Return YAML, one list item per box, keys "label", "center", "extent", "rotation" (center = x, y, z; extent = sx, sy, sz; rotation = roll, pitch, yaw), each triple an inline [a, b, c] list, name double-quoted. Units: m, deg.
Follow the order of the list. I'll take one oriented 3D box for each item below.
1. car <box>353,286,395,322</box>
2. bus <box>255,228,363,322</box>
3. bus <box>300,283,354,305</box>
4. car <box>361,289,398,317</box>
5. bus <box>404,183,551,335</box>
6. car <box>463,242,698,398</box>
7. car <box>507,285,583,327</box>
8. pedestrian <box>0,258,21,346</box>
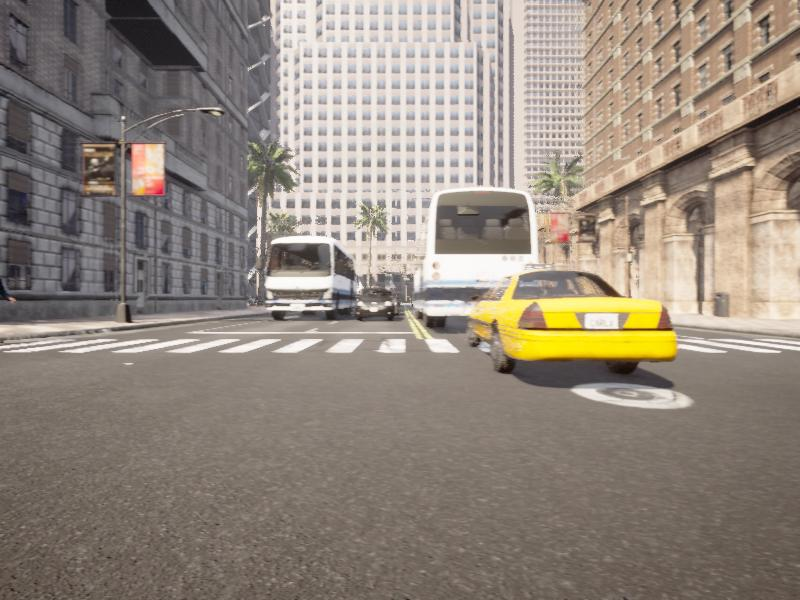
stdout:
- label: "car"
  center: [-1.202, 0.189, 19.967]
  extent: [1.851, 1.617, 3.988]
  rotation: [0, 0, 0]
- label: "bus"
  center: [-4.593, -1.132, 23.252]
  extent: [3.944, 4.253, 10.273]
  rotation: [0, 0, 0]
- label: "bus"
  center: [-14.517, -1.134, 80.224]
  extent: [10.273, 4.253, 3.944]
  rotation: [0, 0, 0]
- label: "car"
  center: [-1.229, 0.157, 26.219]
  extent: [2.242, 1.667, 4.611]
  rotation: [0, 0, 0]
- label: "bus"
  center: [2.197, -1.135, 16.272]
  extent: [3.944, 4.253, 10.273]
  rotation: [0, 0, 0]
- label: "car"
  center: [2.249, 0.201, 6.766]
  extent: [1.801, 1.575, 5.366]
  rotation: [0, 0, 3]
- label: "car"
  center: [5.817, 0.214, 16.510]
  extent: [1.789, 1.549, 3.705]
  rotation: [0, 0, 0]
- label: "pedestrian"
  center: [-8.869, 0.040, 8.578]
  extent: [0.751, 1.860, 0.751]
  rotation: [0, 0, 1]
